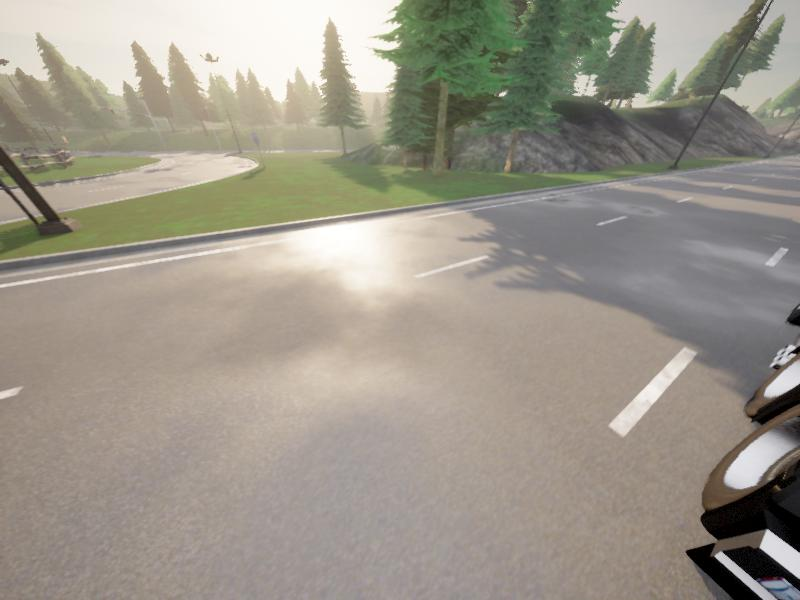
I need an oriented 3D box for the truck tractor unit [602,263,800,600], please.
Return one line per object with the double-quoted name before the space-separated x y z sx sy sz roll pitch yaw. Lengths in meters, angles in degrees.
"truck tractor unit" 5.119 -0.289 0.790 6.516 4.208 3.053 -18 39 -24
